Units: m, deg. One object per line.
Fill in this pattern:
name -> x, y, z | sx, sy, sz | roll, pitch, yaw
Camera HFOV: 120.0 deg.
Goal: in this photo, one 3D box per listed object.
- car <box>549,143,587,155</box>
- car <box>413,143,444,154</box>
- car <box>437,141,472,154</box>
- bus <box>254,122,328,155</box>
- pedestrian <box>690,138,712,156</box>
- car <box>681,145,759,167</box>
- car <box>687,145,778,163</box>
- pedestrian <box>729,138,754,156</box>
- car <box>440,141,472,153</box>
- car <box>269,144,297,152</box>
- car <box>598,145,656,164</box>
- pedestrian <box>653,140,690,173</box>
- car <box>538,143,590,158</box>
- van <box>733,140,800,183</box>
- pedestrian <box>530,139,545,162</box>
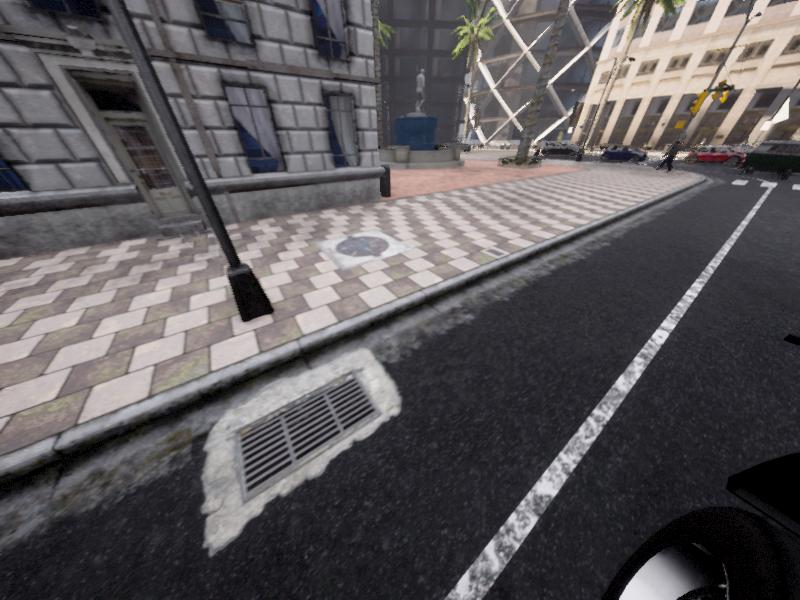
car -> 25.701, -23.199, 35.453 | 1.994, 1.385, 4.181 | -26, 43, -32
car -> 4.619, -24.540, 37.441 | 4.674, 1.442, 1.812 | 10, 36, 14
car -> 9.162, -25.704, 38.889 | 5.238, 1.638, 1.930 | 14, 37, 19
bus -> -18.153, -27.658, 39.593 | 10.273, 4.253, 3.944 | -11, 36, -15
pedestrian -> 37.963, -19.356, 29.180 | 0.751, 1.860, 0.751 | 16, 38, 21
car -> 29.494, -13.402, 21.432 | 1.970, 1.475, 3.806 | -22, 41, -28
car -> 35.299, -15.704, 24.728 | 2.033, 1.411, 5.357 | -22, 40, -27
pedestrian -> 41.735, -18.738, 28.276 | 0.751, 1.860, 0.751 | 18, 39, 24
car -> 10.027, -27.674, 41.677 | 5.238, 1.638, 1.930 | 16, 38, 21
car -> -22.731, -29.669, 45.042 | 4.718, 1.301, 1.895 | -11, 37, -15
car -> 23.193, -15.055, 23.777 | 1.845, 1.501, 3.633 | -23, 41, -28
pedestrian -> 18.448, -9.790, 15.747 | 0.751, 1.860, 0.751 | -19, 39, -24
car -> 21.524, -19.770, 30.494 | 2.128, 1.511, 4.902 | -26, 42, -31
van -> 24.136, -8.534, 14.122 | 1.775, 1.987, 4.442 | 11, 37, 15
pedestrian -> 13.546, -14.692, 22.738 | 0.751, 1.860, 0.751 | 18, 39, 24
